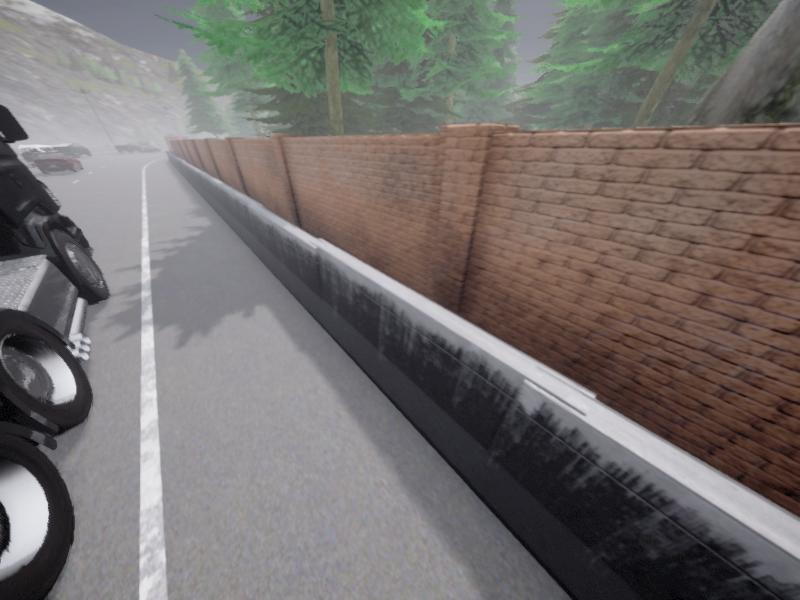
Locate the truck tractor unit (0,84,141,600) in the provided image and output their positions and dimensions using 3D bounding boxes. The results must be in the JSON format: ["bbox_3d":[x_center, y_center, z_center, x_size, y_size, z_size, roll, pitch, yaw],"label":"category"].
[{"bbox_3d":[-4.781,-0.541,1.135,3.053,4.208,6.516,-29,44,-35],"label":"truck tractor unit"}]

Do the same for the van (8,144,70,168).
[{"bbox_3d":[-40.202,-16.234,25.967,2.069,2.038,4.480,-23,41,-29],"label":"van"}]

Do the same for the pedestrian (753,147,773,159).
[{"bbox_3d":[47.258,-19.165,30.122,0.751,1.300,0.751,25,42,32],"label":"pedestrian"}]

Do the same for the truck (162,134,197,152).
[{"bbox_3d":[-59.543,-42.471,62.611,2.891,3.827,8.468,-10,36,-14],"label":"truck"}]

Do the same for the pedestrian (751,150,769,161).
[{"bbox_3d":[42.372,-17.048,27.221,0.500,1.100,0.500,-2,35,-2],"label":"pedestrian"}]

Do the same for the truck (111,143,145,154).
[{"bbox_3d":[-62.832,-35.181,53.524,2.390,2.098,6.274,-13,36,-18],"label":"truck"}]

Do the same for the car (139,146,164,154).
[{"bbox_3d":[-60.154,-36.518,56.051,2.128,1.511,4.902,-12,36,-16],"label":"car"}]

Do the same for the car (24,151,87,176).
[{"bbox_3d":[-30.256,-12.202,20.518,1.882,1.535,5.008,-26,42,-33],"label":"car"}]

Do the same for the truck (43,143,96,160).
[{"bbox_3d":[-54.036,-24.539,38.020,2.390,2.098,6.274,-18,38,-23],"label":"truck"}]
